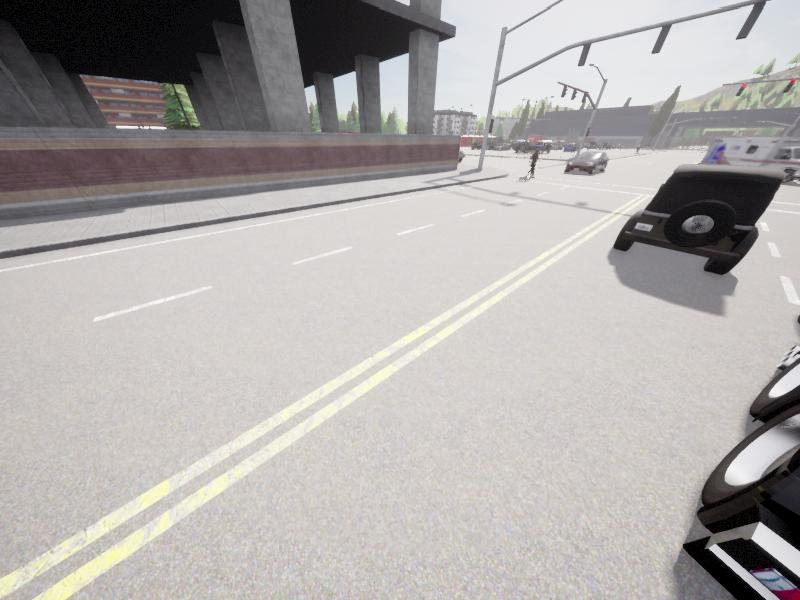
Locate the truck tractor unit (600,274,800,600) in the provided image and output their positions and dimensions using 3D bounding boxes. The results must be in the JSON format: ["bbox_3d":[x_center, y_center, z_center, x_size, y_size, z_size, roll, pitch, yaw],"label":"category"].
[{"bbox_3d":[5.128,-0.284,0.757,6.516,4.208,3.053,-18,39,-23],"label":"truck tractor unit"}]

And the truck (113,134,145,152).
[{"bbox_3d":[-47.584,-27.631,40.700,2.615,2.467,5.204,-26,43,-32],"label":"truck"}]

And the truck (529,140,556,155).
[{"bbox_3d":[25.009,-26.876,40.618,4.478,2.038,2.069,-26,43,-32],"label":"truck"}]

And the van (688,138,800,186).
[{"bbox_3d":[25.400,-9.858,16.162,2.351,2.431,6.366,1,35,2],"label":"van"}]

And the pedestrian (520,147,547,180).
[{"bbox_3d":[8.872,-9.061,15.370,0.751,1.860,0.751,-8,36,-12],"label":"pedestrian"}]

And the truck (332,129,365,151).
[{"bbox_3d":[-11.439,-35.504,51.294,2.891,3.827,8.468,-26,43,-32],"label":"truck"}]

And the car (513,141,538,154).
[{"bbox_3d":[23.090,-28.049,42.446,4.605,1.855,1.932,-26,43,-32],"label":"car"}]

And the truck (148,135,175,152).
[{"bbox_3d":[-44.290,-29.209,42.989,2.615,2.467,5.204,-26,43,-32],"label":"truck"}]

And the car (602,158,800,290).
[{"bbox_3d":[6.876,-2.077,5.369,3.866,1.878,1.905,-26,43,-32],"label":"car"}]

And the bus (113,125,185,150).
[{"bbox_3d":[-57.605,-37.603,53.605,10.273,4.253,3.944,-26,42,-32],"label":"bus"}]

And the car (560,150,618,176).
[{"bbox_3d":[15.636,-11.405,19.112,4.792,1.488,2.163,-26,43,-32],"label":"car"}]
